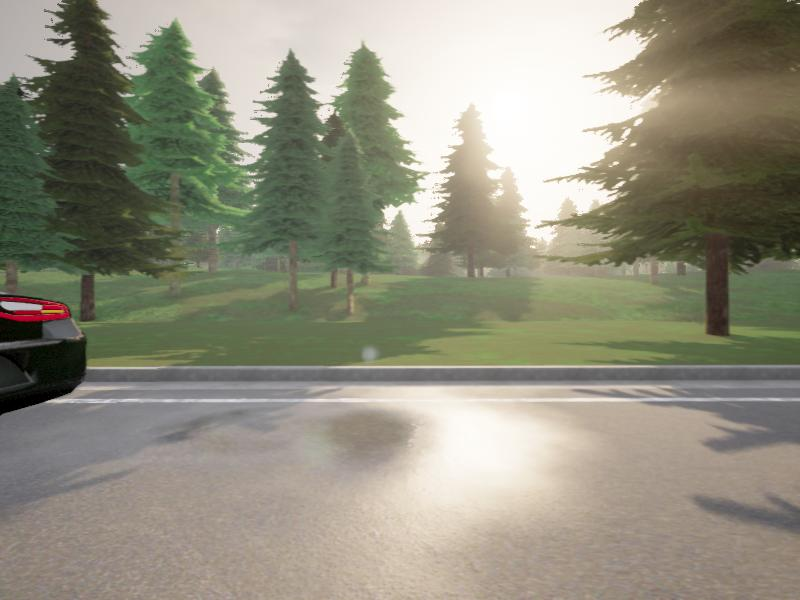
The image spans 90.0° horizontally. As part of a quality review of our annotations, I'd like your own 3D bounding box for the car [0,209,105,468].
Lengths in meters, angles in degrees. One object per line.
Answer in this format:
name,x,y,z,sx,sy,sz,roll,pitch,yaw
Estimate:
car,-4.865,0.237,2.201,4.974,1.542,2.038,0,0,0
